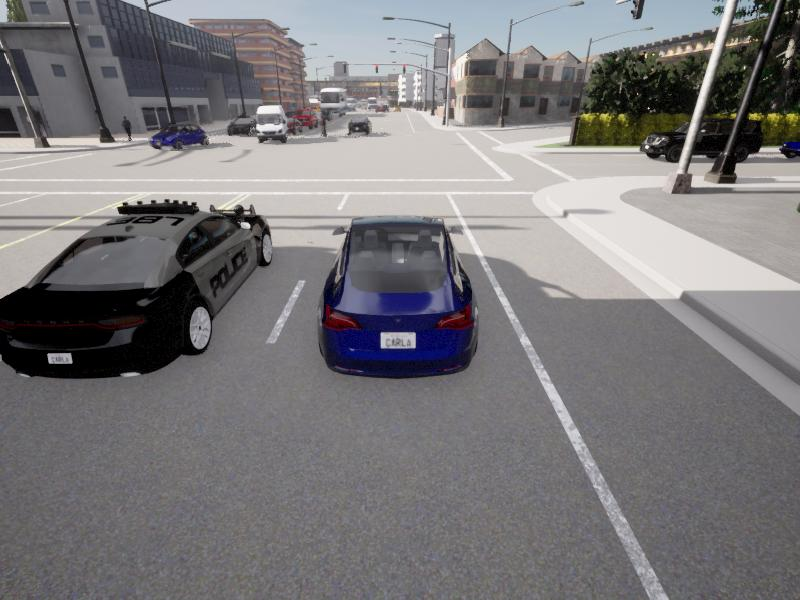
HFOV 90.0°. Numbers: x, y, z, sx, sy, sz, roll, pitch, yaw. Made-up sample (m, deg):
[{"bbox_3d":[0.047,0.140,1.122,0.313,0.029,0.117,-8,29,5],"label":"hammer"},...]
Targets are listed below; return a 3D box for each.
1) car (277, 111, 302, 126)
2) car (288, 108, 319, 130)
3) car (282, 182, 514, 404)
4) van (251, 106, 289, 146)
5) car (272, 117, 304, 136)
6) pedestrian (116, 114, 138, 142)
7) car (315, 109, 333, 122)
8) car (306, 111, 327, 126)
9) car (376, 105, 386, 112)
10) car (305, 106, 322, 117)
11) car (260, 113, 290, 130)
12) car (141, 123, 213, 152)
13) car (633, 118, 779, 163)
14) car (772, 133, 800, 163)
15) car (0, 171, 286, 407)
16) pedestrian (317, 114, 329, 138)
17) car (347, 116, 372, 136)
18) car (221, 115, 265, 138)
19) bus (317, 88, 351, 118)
[{"bbox_3d":[-14.338,-23.703,52.084,1.837,1.490,4.892,0,28,0],"label":"car"},{"bbox_3d":[-10.791,-20.546,45.354,2.150,2.045,5.566,0,27,0],"label":"car"},{"bbox_3d":[-0.032,-0.603,6.211,2.163,1.488,4.792,0,27,0],"label":"car"},{"bbox_3d":[-9.989,-13.689,31.156,1.988,2.561,5.915,-6,27,-10],"label":"van"},{"bbox_3d":[-10.728,-16.856,38.686,1.812,1.442,4.674,0,27,0],"label":"car"},{"bbox_3d":[-20.219,-12.760,29.658,0.751,1.860,0.751,-8,27,-15],"label":"pedestrian"},{"bbox_3d":[-10.873,-26.560,57.569,1.816,1.474,4.193,0,28,0],"label":"car"},{"bbox_3d":[-10.837,-23.681,52.103,1.812,1.442,4.674,0,27,0],"label":"car"},{"bbox_3d":[-4.067,-41.302,86.346,1.994,1.385,4.181,0,26,0],"label":"car"},{"bbox_3d":[-14.439,-31.614,67.023,1.882,1.535,5.008,0,28,0],"label":"car"},{"bbox_3d":[-14.301,-20.639,46.108,1.882,1.535,5.008,0,27,0],"label":"car"},{"bbox_3d":[-14.900,-11.062,27.066,1.816,1.474,4.193,5,27,10],"label":"car"},{"bbox_3d":[15.944,-8.466,21.181,5.566,2.045,2.150,0,26,0],"label":"car"},{"bbox_3d":[23.276,-8.124,21.335,4.718,1.301,1.895,0,26,0],"label":"car"},{"bbox_3d":[-3.524,-0.752,6.335,1.930,1.638,5.238,0,27,0],"label":"car"},{"bbox_3d":[-6.697,-15.180,34.847,0.751,1.860,0.751,-13,29,-24],"label":"pedestrian"},{"bbox_3d":[-3.846,-16.957,38.809,1.882,1.535,5.008,1,27,1],"label":"car"},{"bbox_3d":[-14.235,-15.930,36.623,1.930,1.638,5.238,0,27,0],"label":"car"},{"bbox_3d":[-10.821,-32.977,66.709,3.944,4.253,10.273,0,28,0],"label":"bus"}]
